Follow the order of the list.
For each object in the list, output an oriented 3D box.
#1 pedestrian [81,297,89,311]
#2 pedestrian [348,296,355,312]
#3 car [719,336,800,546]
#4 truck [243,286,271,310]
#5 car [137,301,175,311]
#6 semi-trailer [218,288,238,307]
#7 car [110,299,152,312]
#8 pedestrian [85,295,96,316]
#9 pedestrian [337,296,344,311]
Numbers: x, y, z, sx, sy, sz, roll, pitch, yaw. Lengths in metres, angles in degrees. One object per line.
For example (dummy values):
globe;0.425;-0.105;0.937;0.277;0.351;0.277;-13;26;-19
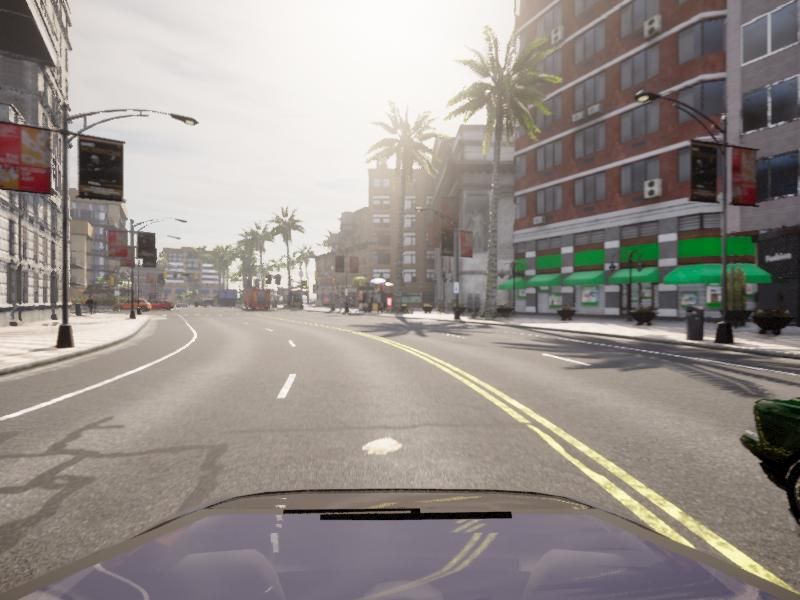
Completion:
pedestrian;-40.184;0.513;50.969;0.751;1.860;0.751;0;0;-34
pedestrian;-6.016;0.486;49.245;0.751;1.860;0.751;0;0;3
car;3.535;0.942;0.894;1.895;1.301;4.718;0;0;0
truck;-24.742;-0.310;68.964;2.891;3.827;8.468;0;0;-30
car;-37.054;0.846;60.951;4.514;1.525;2.007;0;0;-11
semi-trailer;-43.840;-0.599;101.644;2.717;4.402;14.254;0;0;-30
car;-38.096;0.713;56.796;4.553;1.767;2.097;0;0;-22
pedestrian;-28.727;0.499;37.157;0.751;1.860;0.751;0;0;-40
pedestrian;-7.455;0.486;49.944;0.751;1.860;0.751;0;0;2
